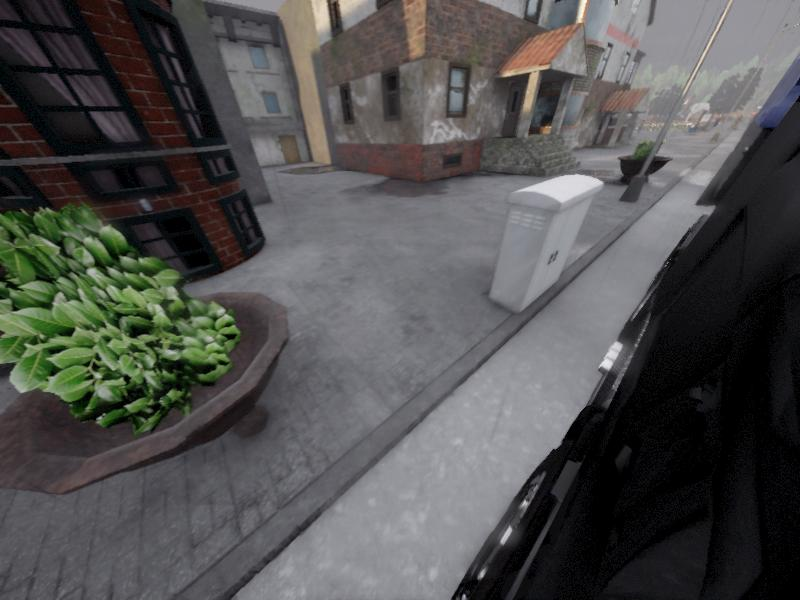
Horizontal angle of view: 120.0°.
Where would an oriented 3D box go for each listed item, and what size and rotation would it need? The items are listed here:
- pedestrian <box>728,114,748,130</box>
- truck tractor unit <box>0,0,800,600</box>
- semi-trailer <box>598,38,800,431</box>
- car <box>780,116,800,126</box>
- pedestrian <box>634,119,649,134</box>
[{"bbox_3d":[51.486,-27.055,35.165,0.751,1.860,0.751,-15,38,-17],"label":"pedestrian"},{"bbox_3d":[2.645,-0.295,0.351,6.516,4.208,3.053,-28,44,-30],"label":"truck tractor unit"},{"bbox_3d":[8.701,-3.585,4.249,14.254,4.402,2.717,-28,43,-30],"label":"semi-trailer"},{"bbox_3d":[72.643,-33.092,42.627,4.181,1.385,1.994,-29,44,-31],"label":"car"},{"bbox_3d":[38.010,-27.312,36.376,0.751,1.860,0.751,11,39,17],"label":"pedestrian"}]
